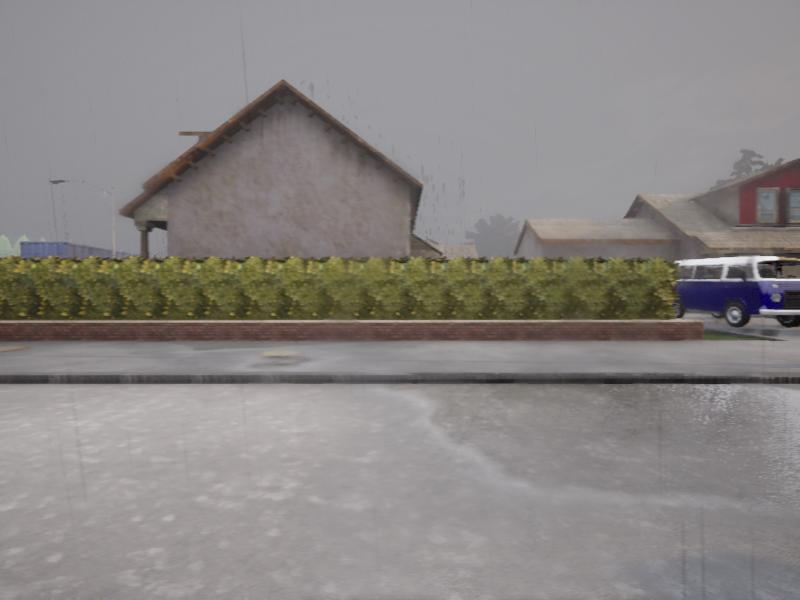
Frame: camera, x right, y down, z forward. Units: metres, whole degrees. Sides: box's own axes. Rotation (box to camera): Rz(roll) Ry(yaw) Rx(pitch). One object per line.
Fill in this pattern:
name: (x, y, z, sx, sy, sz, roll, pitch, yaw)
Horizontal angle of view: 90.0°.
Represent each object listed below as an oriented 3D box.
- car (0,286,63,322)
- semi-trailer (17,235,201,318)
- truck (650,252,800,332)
car: (-19.052, 0.177, 18.848, 1.930, 1.638, 5.238, 0, 0, 0)
semi-trailer: (-19.070, -1.226, 28.453, 2.717, 4.402, 14.254, 0, 0, 0)
truck: (10.228, -0.300, 12.392, 2.069, 2.038, 4.478, 0, 3, 0)
